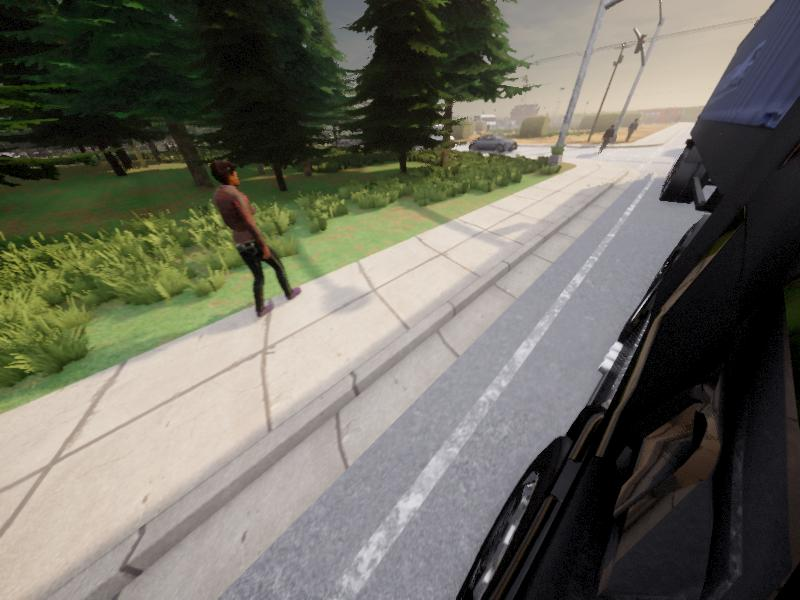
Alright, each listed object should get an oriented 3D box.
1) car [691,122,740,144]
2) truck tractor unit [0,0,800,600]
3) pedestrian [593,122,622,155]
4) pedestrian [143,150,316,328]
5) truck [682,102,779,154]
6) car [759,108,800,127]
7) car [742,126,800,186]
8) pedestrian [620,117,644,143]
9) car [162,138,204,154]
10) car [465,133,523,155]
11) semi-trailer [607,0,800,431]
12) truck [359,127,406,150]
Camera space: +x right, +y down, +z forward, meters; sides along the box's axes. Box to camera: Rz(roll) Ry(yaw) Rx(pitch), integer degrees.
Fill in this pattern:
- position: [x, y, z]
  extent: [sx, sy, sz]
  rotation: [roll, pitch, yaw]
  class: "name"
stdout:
- position: [27.964, -14.874, 20.578]
  extent: [4.181, 1.385, 1.994]
  rotation: [-31, 45, -33]
  class: "car"
- position: [2.645, -0.295, 0.351]
  extent: [6.516, 4.208, 3.053]
  rotation: [-28, 44, -30]
  class: "truck tractor unit"
- position: [14.727, -11.462, 16.448]
  extent: [0.751, 1.860, 0.751]
  rotation: [-30, 45, -32]
  class: "pedestrian"
- position: [-1.796, -0.667, 2.796]
  extent: [0.751, 1.860, 0.751]
  rotation: [11, 39, 18]
  class: "pedestrian"
- position: [22.104, -11.692, 15.817]
  extent: [5.204, 2.467, 2.627]
  rotation: [-31, 45, -34]
  class: "truck"
- position: [58.166, -27.470, 34.786]
  extent: [1.905, 1.878, 3.866]
  rotation: [-4, 35, 7]
  class: "car"
- position: [16.056, -5.790, 9.132]
  extent: [4.902, 1.511, 2.128]
  rotation: [-27, 47, -29]
  class: "car"
- position: [21.497, -15.753, 21.448]
  extent: [0.751, 1.860, 0.751]
  rotation: [15, 40, 22]
  class: "pedestrian"
- position: [-35.987, -25.596, 38.345]
  extent: [4.605, 1.855, 1.932]
  rotation: [-29, 44, -31]
  class: "car"
- position: [8.283, -14.008, 20.681]
  extent: [1.994, 1.385, 4.181]
  rotation: [-31, 45, -32]
  class: "car"
- position: [8.226, -3.897, 4.635]
  extent: [2.717, 4.402, 14.254]
  rotation: [28, 47, 35]
  class: "semi-trailer"
- position: [-2.267, -20.701, 29.630]
  extent: [2.390, 2.098, 6.274]
  rotation: [-31, 45, -32]
  class: "truck"
